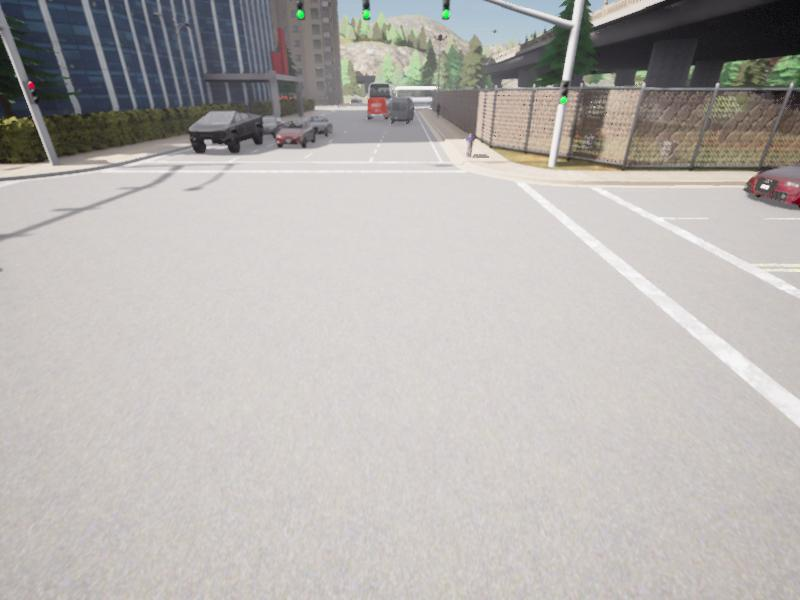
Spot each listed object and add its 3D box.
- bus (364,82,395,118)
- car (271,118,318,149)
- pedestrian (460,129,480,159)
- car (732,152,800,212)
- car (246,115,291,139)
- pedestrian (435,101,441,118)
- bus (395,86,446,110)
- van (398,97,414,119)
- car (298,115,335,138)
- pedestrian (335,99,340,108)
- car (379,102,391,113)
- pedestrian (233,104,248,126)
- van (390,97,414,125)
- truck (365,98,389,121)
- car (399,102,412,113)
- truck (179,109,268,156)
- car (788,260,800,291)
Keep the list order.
[{"bbox_3d":[-2.769,-29.217,58.359,3.944,4.253,10.273,0,27,1],"label":"bus"},{"bbox_3d":[-6.624,-10.662,25.538,1.816,1.474,4.193,0,27,1],"label":"car"},{"bbox_3d":[3.355,-7.515,19.258,0.751,1.300,0.751,-1,27,-2],"label":"pedestrian"},{"bbox_3d":[13.190,-3.627,12.173,4.181,1.385,1.994,0,27,1],"label":"car"},{"bbox_3d":[-10.046,-13.456,30.970,1.812,1.442,4.674,0,27,1],"label":"car"},{"bbox_3d":[4.900,-24.501,51.460,0.751,1.860,0.751,2,27,3],"label":"pedestrian"},{"bbox_3d":[4.120,-42.390,83.913,10.273,4.253,3.944,0,27,1],"label":"bus"},{"bbox_3d":[0.792,-26.117,54.232,1.988,2.561,5.915,0,28,1],"label":"van"},{"bbox_3d":[-6.544,-13.833,31.779,1.994,1.385,4.181,0,27,0],"label":"car"},{"bbox_3d":[-14.425,-45.504,92.467,0.751,1.860,0.751,3,28,7],"label":"pedestrian"},{"bbox_3d":[-2.510,-32.964,68.501,1.801,1.575,5.366,0,27,1],"label":"car"},{"bbox_3d":[-15.402,-17.898,38.716,0.751,1.860,0.751,4,28,7],"label":"pedestrian"},{"bbox_3d":[0.269,-21.215,44.758,1.988,2.561,5.915,3,27,6],"label":"van"},{"bbox_3d":[-2.768,-24.019,50.249,2.627,2.467,5.204,0,27,1],"label":"truck"},{"bbox_3d":[0.995,-33.105,68.847,2.128,1.511,4.902,0,27,1],"label":"car"},{"bbox_3d":[-10.147,-10.133,23.840,2.390,2.098,6.274,0,27,1],"label":"truck"},{"bbox_3d":[9.261,-0.652,5.880,4.605,1.855,1.932,0,27,1],"label":"car"}]
